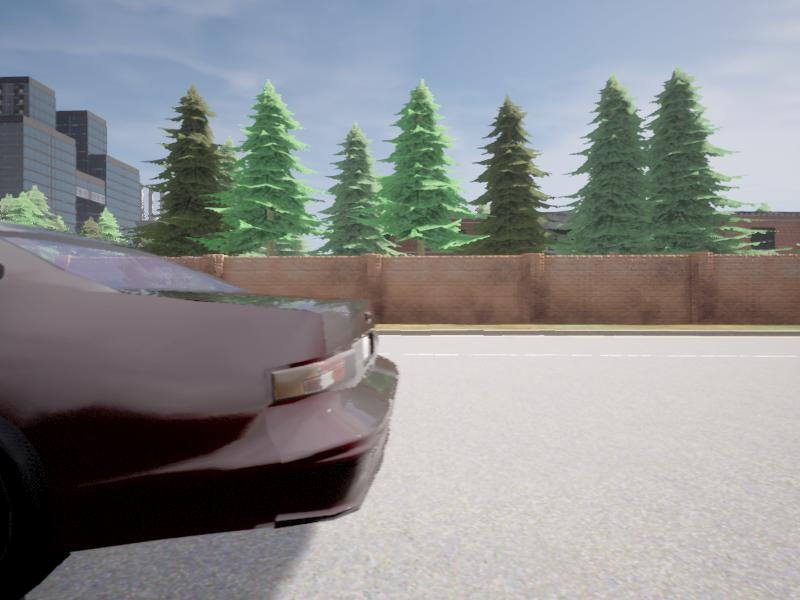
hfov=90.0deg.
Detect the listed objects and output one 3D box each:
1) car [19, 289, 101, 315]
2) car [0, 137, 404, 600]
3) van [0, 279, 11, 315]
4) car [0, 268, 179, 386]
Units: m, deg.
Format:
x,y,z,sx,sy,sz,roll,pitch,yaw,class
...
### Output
x,y,z,sx,sy,sz,roll,pitch,yaw,class
-24.918,0.113,29.605,2.097,1.767,4.553,0,0,2,car
-2.687,0.297,2.132,5.357,1.411,2.033,0,0,2,car
-28.595,-0.201,24.914,2.351,2.431,6.366,0,0,2,van
-5.814,0.312,5.766,4.181,1.385,1.994,0,0,2,car
